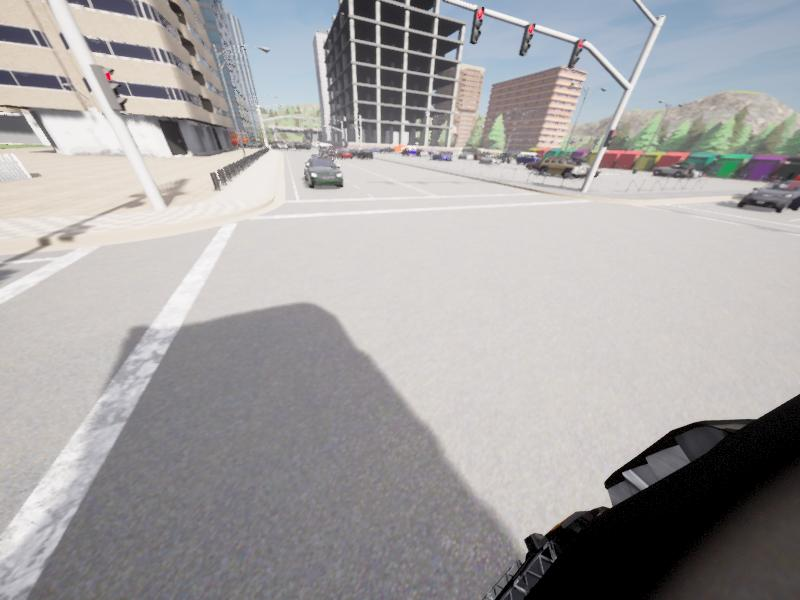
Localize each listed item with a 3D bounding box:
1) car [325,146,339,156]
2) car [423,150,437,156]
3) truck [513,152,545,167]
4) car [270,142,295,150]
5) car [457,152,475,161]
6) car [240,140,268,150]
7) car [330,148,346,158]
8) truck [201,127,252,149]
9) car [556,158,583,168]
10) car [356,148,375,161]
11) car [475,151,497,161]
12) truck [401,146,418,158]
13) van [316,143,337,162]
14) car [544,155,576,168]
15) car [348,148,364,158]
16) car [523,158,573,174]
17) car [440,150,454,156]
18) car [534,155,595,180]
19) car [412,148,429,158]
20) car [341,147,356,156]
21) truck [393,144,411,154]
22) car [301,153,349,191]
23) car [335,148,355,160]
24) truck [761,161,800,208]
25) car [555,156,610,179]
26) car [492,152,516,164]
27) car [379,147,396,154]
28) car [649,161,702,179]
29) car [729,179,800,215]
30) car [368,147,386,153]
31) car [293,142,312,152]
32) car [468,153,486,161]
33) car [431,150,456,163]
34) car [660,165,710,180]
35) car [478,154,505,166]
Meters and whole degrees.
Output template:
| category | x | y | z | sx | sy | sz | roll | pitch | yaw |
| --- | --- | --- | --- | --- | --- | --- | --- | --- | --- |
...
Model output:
| category | x | y | z | sx | sy | sz | roll | pitch | yaw |
| --- | --- | --- | --- | --- | --- | --- | --- | --- | --- |
| car | -14.252 | -31.140 | 48.266 | 1.812 | 1.442 | 4.674 | -11 | 36 | -20 |
| car | 10.043 | -49.122 | 77.076 | 3.806 | 1.475 | 1.970 | -11 | 36 | -20 |
| truck | 23.569 | -25.760 | 42.277 | 2.069 | 2.038 | 4.478 | -11 | 36 | -20 |
| car | -30.123 | -39.506 | 59.358 | 2.038 | 1.542 | 4.974 | 30 | 42 | 35 |
| car | 15.144 | -32.897 | 52.942 | 1.970 | 1.475 | 3.806 | -11 | 36 | -20 |
| car | -33.989 | -36.170 | 54.008 | 5.238 | 1.638 | 1.930 | -12 | 36 | -21 |
| car | -11.582 | -27.414 | 43.015 | 1.895 | 1.301 | 4.718 | -11 | 36 | -20 |
| truck | -40.218 | -37.925 | 54.181 | 8.468 | 3.827 | 2.891 | -11 | 36 | -20 |
| car | 33.830 | -27.477 | 46.199 | 1.784 | 1.438 | 3.905 | -11 | 36 | -20 |
| car | -5.979 | -24.890 | 39.445 | 1.882 | 1.535 | 5.008 | -11 | 36 | -20 |
| car | 20.291 | -34.116 | 54.732 | 1.932 | 1.855 | 4.605 | -11 | 36 | -20 |
| truck | 2.191 | -34.508 | 53.750 | 2.069 | 2.038 | 4.478 | -11 | 36 | -20 |
| van | -10.584 | -21.310 | 33.261 | 2.069 | 2.038 | 4.480 | -11 | 36 | -20 |
| car | 31.138 | -27.171 | 45.152 | 1.932 | 1.855 | 4.605 | -11 | 36 | -20 |
| car | -8.465 | -28.257 | 44.388 | 1.812 | 1.442 | 4.674 | -11 | 36 | -20 |
| car | 19.741 | -18.122 | 31.116 | 2.033 | 1.415 | 5.357 | -11 | 36 | -20 |
| car | 16.828 | -52.599 | 82.735 | 4.193 | 1.474 | 1.816 | -11 | 36 | -20 |
| car | 16.991 | -13.958 | 24.230 | 1.932 | 1.855 | 4.605 | -11 | 36 | -20 |
| car | 4.836 | -34.981 | 54.834 | 1.932 | 1.855 | 4.605 | -11 | 36 | -20 |
| car | -11.241 | -32.056 | 49.919 | 2.033 | 1.411 | 5.357 | -11 | 36 | -20 |
| truck | 0.494 | -49.792 | 76.366 | 5.204 | 2.467 | 2.627 | -11 | 36 | -20 |
| car | -4.703 | -7.911 | 14.072 | 2.038 | 1.542 | 4.974 | -11 | 36 | -19 |
| car | -9.140 | -24.140 | 38.125 | 2.163 | 1.488 | 4.792 | -11 | 36 | -20 |
| truck | 28.042 | -7.544 | 15.207 | 5.204 | 2.467 | 2.627 | -10 | 36 | -19 |
| car | 19.686 | -14.441 | 25.169 | 1.905 | 1.878 | 3.866 | -11 | 36 | -20 |
| car | 21.136 | -29.037 | 47.181 | 1.905 | 1.878 | 3.866 | -11 | 36 | -20 |
| car | -3.881 | -46.536 | 71.778 | 4.892 | 1.490 | 1.837 | -11 | 36 | -20 |
| car | 37.807 | -17.948 | 31.833 | 1.905 | 1.878 | 3.866 | -11 | 36 | -20 |
| car | 21.702 | -6.000 | 13.249 | 3.633 | 1.501 | 1.845 | -11 | 36 | -19 |
| car | -7.310 | -47.855 | 73.737 | 5.357 | 1.411 | 2.033 | -11 | 36 | -20 |
| car | -24.285 | -38.255 | 57.680 | 3.866 | 1.878 | 1.905 | -12 | 36 | -21 |
| car | 17.821 | -33.437 | 53.903 | 1.784 | 1.438 | 3.905 | -11 | 36 | -20 |
| car | 7.906 | -26.369 | 42.457 | 2.242 | 1.667 | 4.611 | -11 | 36 | -20 |
| car | 40.477 | -18.257 | 32.936 | 1.970 | 1.475 | 3.806 | -11 | 36 | -20 |
| car | 15.546 | -23.920 | 39.503 | 1.970 | 1.475 | 3.806 | -11 | 36 | -20 |
